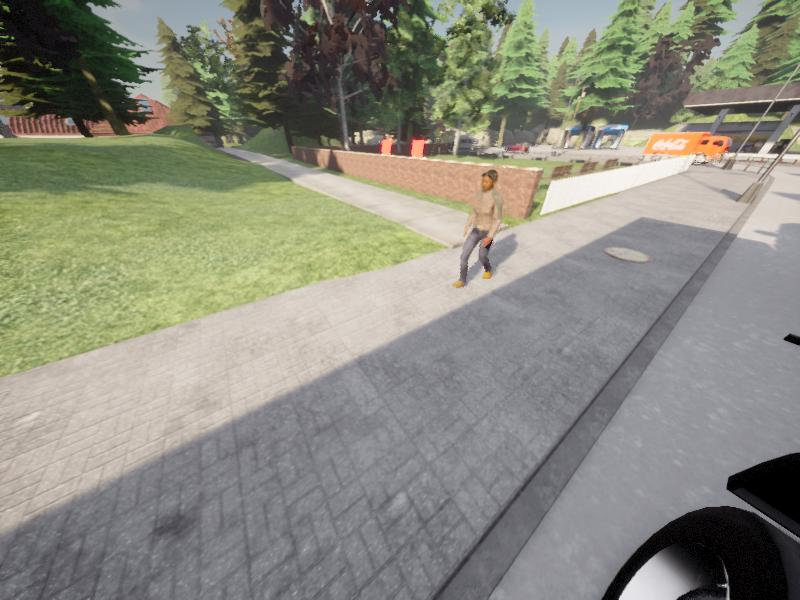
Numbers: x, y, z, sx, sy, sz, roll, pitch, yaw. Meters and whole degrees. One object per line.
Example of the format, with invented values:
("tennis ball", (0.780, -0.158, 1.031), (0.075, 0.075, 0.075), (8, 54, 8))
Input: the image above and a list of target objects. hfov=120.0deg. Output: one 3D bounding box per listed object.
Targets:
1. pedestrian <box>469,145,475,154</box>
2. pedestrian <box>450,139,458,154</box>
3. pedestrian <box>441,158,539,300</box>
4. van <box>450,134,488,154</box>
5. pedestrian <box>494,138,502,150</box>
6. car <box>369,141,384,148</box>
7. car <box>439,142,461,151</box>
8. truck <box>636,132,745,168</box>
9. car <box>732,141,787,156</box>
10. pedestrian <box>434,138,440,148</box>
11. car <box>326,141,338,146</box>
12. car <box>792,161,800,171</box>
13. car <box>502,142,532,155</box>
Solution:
("pedestrian", (10.782, -22.403, 34.419), (0.500, 1.100, 0.500), (-14, 37, -18))
("pedestrian", (8.318, -23.647, 35.542), (0.751, 1.860, 0.751), (-13, 37, -17))
("pedestrian", (1.255, -1.063, 3.568), (0.751, 1.860, 0.751), (-21, 40, -26))
("van", (11.462, -26.189, 38.759), (1.988, 2.561, 5.915), (-22, 40, -28))
("pedestrian", (18.358, -29.298, 43.479), (0.751, 1.860, 0.751), (-28, 44, -33))
("car", (-6.755, -44.546, 66.197), (1.837, 1.490, 4.892), (-22, 41, -28))
("car", (9.929, -30.941, 46.432), (1.816, 1.474, 4.193), (-22, 40, -27))
("truck", (26.074, -13.795, 21.128), (2.627, 2.467, 5.204), (-18, 39, -24))
("car", (47.635, -20.175, 30.701), (1.845, 1.501, 3.633), (-22, 41, -28))
("pedestrian", (8.413, -35.437, 52.263), (0.751, 1.860, 0.751), (-29, 44, -35))
("car", (-23.688, -54.463, 80.332), (2.038, 1.542, 4.974), (-22, 41, -28))
("car", (31.103, -9.412, 15.765), (1.812, 1.442, 4.674), (11, 37, 15))
("car", (18.432, -24.055, 36.533), (1.789, 1.549, 3.705), (-22, 41, -28))
